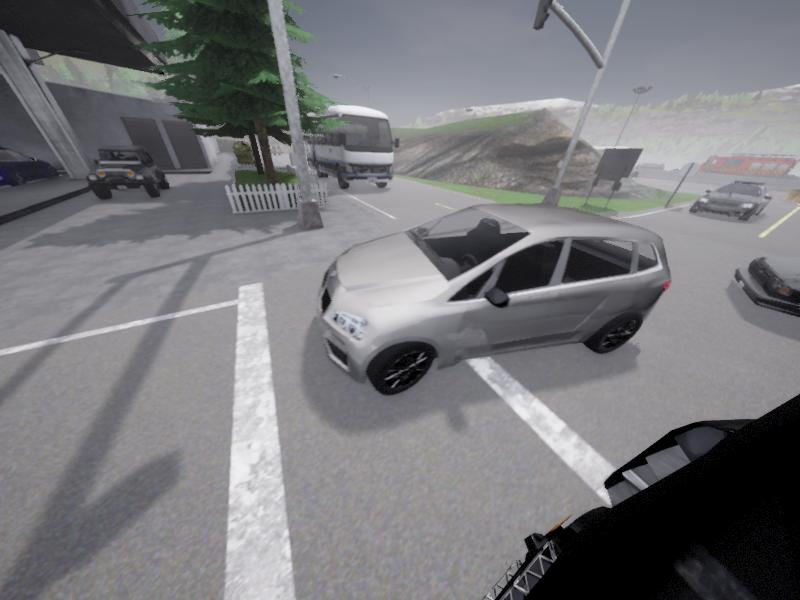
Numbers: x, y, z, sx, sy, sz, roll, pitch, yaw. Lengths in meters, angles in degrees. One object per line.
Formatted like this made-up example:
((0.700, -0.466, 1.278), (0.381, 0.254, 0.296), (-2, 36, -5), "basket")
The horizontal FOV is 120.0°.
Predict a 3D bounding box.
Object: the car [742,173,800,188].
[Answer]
((56.005, -17.998, 34.661), (2.128, 1.511, 4.902), (-16, 38, -26), "car")

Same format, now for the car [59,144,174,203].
((-12.297, -5.861, 10.488), (1.905, 1.878, 3.866), (-16, 38, -27), "car")

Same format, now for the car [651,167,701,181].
((45.357, -20.844, 38.058), (1.837, 1.490, 4.892), (-16, 38, -26), "car")

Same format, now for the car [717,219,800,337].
((8.701, 0.434, 2.888), (5.357, 1.411, 2.033), (29, 41, 34), "car")

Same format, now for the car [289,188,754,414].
((1.241, -0.400, 3.252), (4.611, 1.667, 2.242), (-5, 34, -15), "car")

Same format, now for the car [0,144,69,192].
((-19.379, -6.451, 11.116), (2.242, 1.667, 4.611), (-16, 38, -27), "car")

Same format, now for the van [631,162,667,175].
((50.979, -27.043, 47.416), (1.775, 1.987, 4.442), (-16, 38, -26), "van")

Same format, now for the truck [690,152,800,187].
((51.410, -19.740, 34.764), (2.891, 3.827, 8.468), (-16, 38, -26), "truck")

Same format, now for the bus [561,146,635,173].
((41.246, -29.826, 48.779), (3.944, 4.253, 10.273), (-16, 38, -26), "bus")

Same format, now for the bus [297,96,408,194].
((-3.916, -10.886, 16.584), (3.944, 4.253, 10.273), (-16, 38, -26), "bus")

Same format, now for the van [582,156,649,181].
((29.144, -18.080, 31.646), (1.988, 2.561, 5.915), (-16, 38, -26), "van")

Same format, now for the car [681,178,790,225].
((16.825, -5.078, 11.595), (4.974, 1.542, 2.038), (-16, 38, -27), "car")

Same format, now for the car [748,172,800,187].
((59.086, -18.828, 36.105), (1.837, 1.490, 4.892), (-16, 38, -26), "car")
